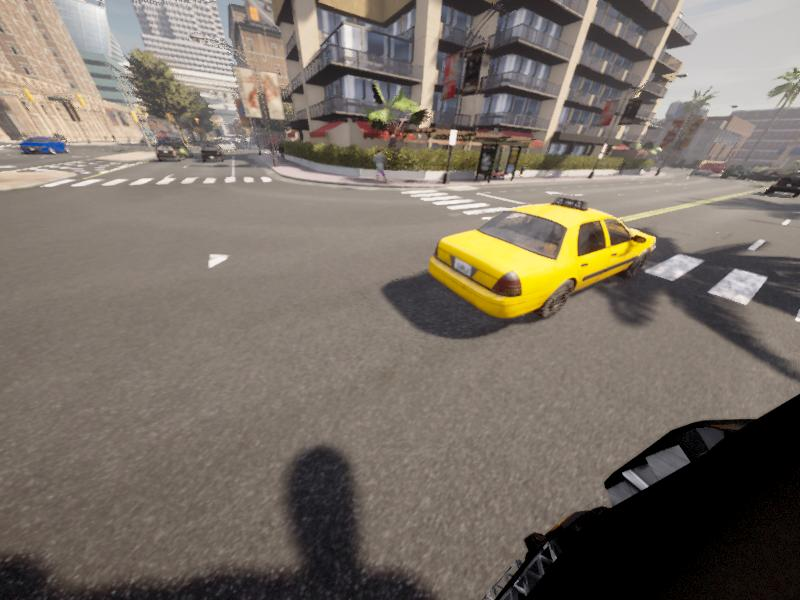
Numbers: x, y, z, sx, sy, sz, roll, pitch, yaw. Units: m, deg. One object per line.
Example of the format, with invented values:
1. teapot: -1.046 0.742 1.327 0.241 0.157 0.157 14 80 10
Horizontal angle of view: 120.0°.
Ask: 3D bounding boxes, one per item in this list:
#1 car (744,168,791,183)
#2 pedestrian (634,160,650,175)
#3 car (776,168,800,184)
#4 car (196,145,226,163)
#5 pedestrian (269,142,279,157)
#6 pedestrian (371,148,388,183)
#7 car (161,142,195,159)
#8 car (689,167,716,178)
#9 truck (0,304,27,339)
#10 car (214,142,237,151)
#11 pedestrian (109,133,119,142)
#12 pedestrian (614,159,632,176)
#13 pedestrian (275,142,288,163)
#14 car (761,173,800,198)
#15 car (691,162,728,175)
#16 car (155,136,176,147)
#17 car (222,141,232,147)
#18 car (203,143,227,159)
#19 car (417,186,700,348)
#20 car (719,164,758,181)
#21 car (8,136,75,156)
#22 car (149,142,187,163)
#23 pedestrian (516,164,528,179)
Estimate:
1. car: 57.831 -19.704 36.511 2.242 1.667 4.611 24 39 28
2. pedestrian: 35.093 -19.232 33.518 0.751 1.860 0.751 -17 39 -27
3. car: 61.551 -19.204 35.728 1.905 1.878 3.866 24 39 28
4. car: -20.414 -15.958 25.162 1.837 1.490 4.892 -16 38 -26
5. pedestrian: -18.514 -22.136 33.960 0.751 1.860 0.751 -16 38 -26
6. pedestrian: -1.339 -8.786 15.101 0.751 1.860 0.751 24 39 29
7. car: -26.326 -17.897 27.620 2.007 1.525 4.514 -16 38 -26
8. car: 52.242 -22.123 39.954 1.895 1.301 4.718 26 40 31
9. truck: -8.146 -0.215 1.792 6.274 2.098 2.390 7 34 6
10. car: -37.719 -33.375 50.106 3.633 1.501 1.845 -17 38 -26
11. pedestrian: -72.621 -41.171 58.678 0.751 1.860 0.751 -16 38 -26
12. pedestrian: 28.863 -17.125 29.885 0.751 1.860 0.751 -15 37 -25
13. pedestrian: -12.960 -16.162 25.365 0.751 1.860 0.751 -18 39 -28
14. car: 33.909 -9.965 20.013 3.988 1.617 1.851 -16 38 -26
15. car: 68.689 -29.386 51.443 2.150 2.045 5.566 13 35 15
16. car: -55.098 -37.354 54.368 2.150 2.045 5.566 -16 38 -26
17. car: -59.753 -54.066 79.846 2.152 1.651 5.027 -16 38 -26
18. car: -23.643 -19.144 29.624 1.851 1.617 3.988 -16 38 -26
19. car: 3.122 -1.126 4.456 5.366 1.575 1.801 -16 38 -26
20. car: 53.679 -20.361 36.741 2.150 2.045 5.566 30 42 34
21. car: -37.606 -16.357 24.462 1.882 1.535 5.008 -16 38 -26
22. car: -23.177 -14.860 23.250 1.789 1.549 3.705 -16 38 -26
23. pedestrian: 11.390 -11.970 21.522 0.500 1.100 0.500 -14 37 -24
